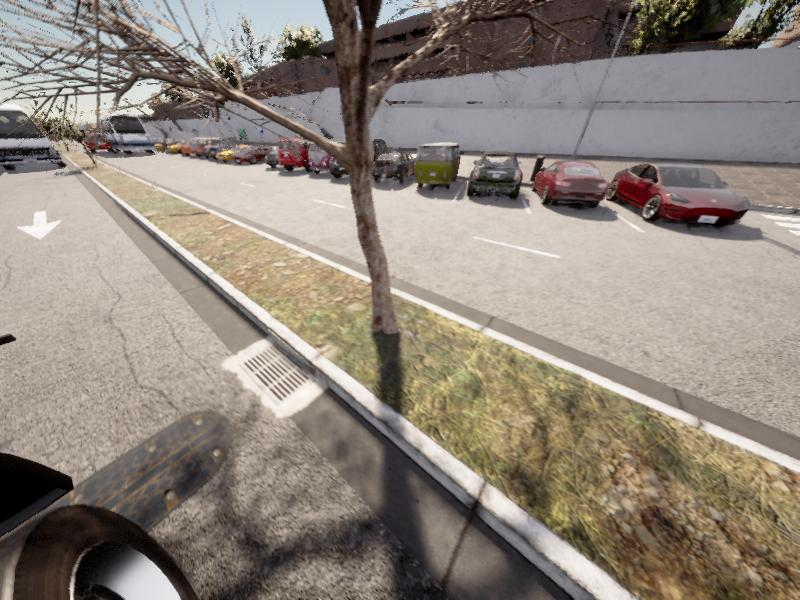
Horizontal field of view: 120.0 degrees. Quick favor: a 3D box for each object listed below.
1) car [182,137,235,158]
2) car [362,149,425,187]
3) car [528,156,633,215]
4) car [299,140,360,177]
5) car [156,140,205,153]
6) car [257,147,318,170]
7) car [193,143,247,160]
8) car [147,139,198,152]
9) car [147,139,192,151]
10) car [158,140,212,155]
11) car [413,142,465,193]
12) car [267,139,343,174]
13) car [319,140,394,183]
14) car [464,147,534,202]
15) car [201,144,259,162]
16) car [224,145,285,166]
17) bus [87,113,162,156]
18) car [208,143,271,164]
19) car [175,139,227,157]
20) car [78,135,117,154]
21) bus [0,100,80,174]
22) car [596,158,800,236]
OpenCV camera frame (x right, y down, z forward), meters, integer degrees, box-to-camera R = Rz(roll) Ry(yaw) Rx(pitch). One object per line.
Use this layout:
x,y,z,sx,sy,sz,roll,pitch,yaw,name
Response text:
-23.651,-19.017,28.793,1.878,1.987,4.442,12,37,14,car
-0.164,-8.150,14.029,2.231,1.521,4.892,11,36,15,car
6.871,-4.928,9.539,2.002,1.452,4.674,11,36,15,car
-4.882,-10.403,16.821,1.878,1.987,4.442,11,36,14,car
-33.006,-23.284,34.985,2.163,1.488,4.792,11,37,14,car
-9.548,-12.383,20.071,2.002,1.452,4.674,11,36,15,car
-21.285,-17.777,27.551,2.002,1.452,4.674,11,37,14,car
-35.412,-24.292,36.277,1.946,1.575,5.366,12,37,14,car
-37.705,-25.454,37.925,2.002,1.452,4.674,11,37,14,car
-30.722,-22.092,33.318,1.946,1.575,5.366,12,37,14,car
2.219,-7.339,12.490,1.878,1.987,4.442,11,36,15,car
-7.192,-11.570,18.428,2.435,2.045,5.566,11,36,15,car
-2.509,-9.408,15.370,2.435,2.045,5.566,11,36,14,car
4.519,-6.113,10.927,2.185,1.767,4.553,11,36,15,car
-18.929,-16.715,26.082,2.163,1.488,4.792,11,36,14,car
-14.247,-14.522,23.044,2.163,1.488,4.792,11,36,14,car
-38.500,-23.095,32.269,10.273,4.253,3.944,25,43,30,bus
-16.638,-15.542,24.398,1.946,1.575,5.366,11,36,14,car
-25.984,-20.081,30.407,2.185,1.767,4.553,11,37,14,car
-42.426,-21.878,32.417,5.566,2.045,2.150,25,43,30,car
-31.966,-13.641,19.328,10.273,4.253,3.944,25,42,30,bus
9.232,-3.851,7.996,2.163,1.488,4.792,11,36,14,car
